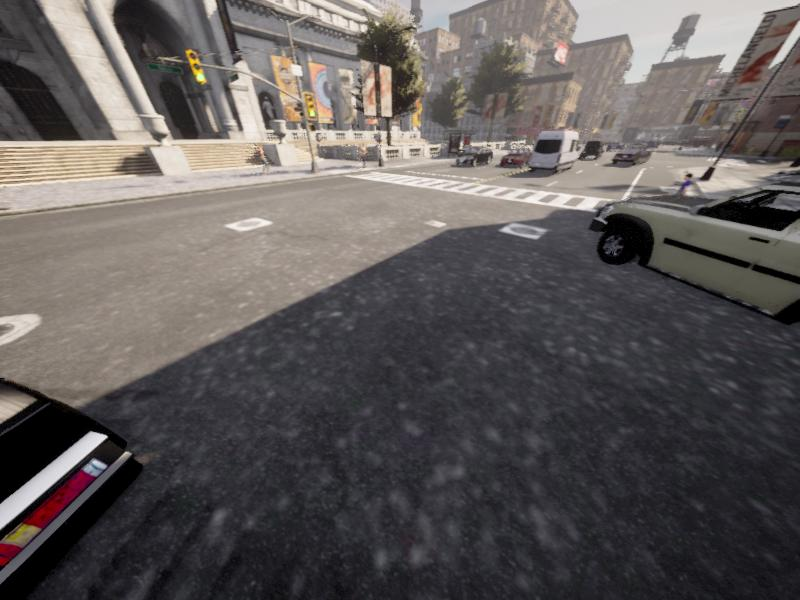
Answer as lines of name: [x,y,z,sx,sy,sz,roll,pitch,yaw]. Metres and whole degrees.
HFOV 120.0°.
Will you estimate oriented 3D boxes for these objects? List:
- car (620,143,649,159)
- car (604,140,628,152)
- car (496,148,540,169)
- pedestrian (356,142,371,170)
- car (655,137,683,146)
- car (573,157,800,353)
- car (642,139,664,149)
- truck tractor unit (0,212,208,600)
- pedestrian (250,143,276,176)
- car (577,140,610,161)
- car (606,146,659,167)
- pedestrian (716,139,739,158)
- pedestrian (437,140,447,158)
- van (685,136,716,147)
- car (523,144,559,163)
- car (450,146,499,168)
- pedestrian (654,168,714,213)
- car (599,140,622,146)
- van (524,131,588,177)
car: [29.176,-18.588,28.726,1.816,1.474,4.193,28,44,34]
car: [37.849,-27.009,40.457,2.152,1.651,5.027,28,44,34]
car: [10.843,-13.031,21.152,1.994,1.385,4.181,27,44,34]
pedestrian: [-2.851,-11.297,18.142,0.751,1.860,0.751,-29,44,-34]
car: [71.560,-42.330,61.587,4.605,1.855,1.932,-3,35,-3]
car: [5.728,-0.873,3.491,1.932,1.855,4.605,-10,36,-11]
car: [50.934,-31.360,46.490,3.988,1.617,1.851,-24,41,-29]
truck tractor unit: [-5.339,0.059,0.267,6.516,4.208,3.053,6,36,8]
pedestrian: [-9.334,-9.585,15.773,0.751,1.860,0.751,26,43,32]
car: [22.741,-17.696,27.180,1.905,1.878,3.866,28,44,34]
car: [22.112,-13.688,21.922,5.357,1.411,2.033,-24,41,-29]
pedestrian: [38.425,-17.821,27.143,0.751,1.860,0.751,-27,43,-32]
pedestrian: [5.184,-18.776,28.653,0.751,1.860,0.751,27,44,33]
van: [67.941,-35.831,52.301,4.442,1.987,1.775,-8,36,-10]
car: [15.516,-16.109,25.321,1.882,1.535,5.008,27,43,33]
car: [7.180,-13.750,22.096,2.128,1.511,4.902,28,44,34]
pedestrian: [9.972,-3.869,8.158,0.751,1.300,0.751,-22,40,-28]
car: [56.117,-41.844,61.586,4.718,1.301,1.895,-11,36,-14]
van: [11.913,-11.209,17.532,1.988,2.561,5.915,28,44,34]
